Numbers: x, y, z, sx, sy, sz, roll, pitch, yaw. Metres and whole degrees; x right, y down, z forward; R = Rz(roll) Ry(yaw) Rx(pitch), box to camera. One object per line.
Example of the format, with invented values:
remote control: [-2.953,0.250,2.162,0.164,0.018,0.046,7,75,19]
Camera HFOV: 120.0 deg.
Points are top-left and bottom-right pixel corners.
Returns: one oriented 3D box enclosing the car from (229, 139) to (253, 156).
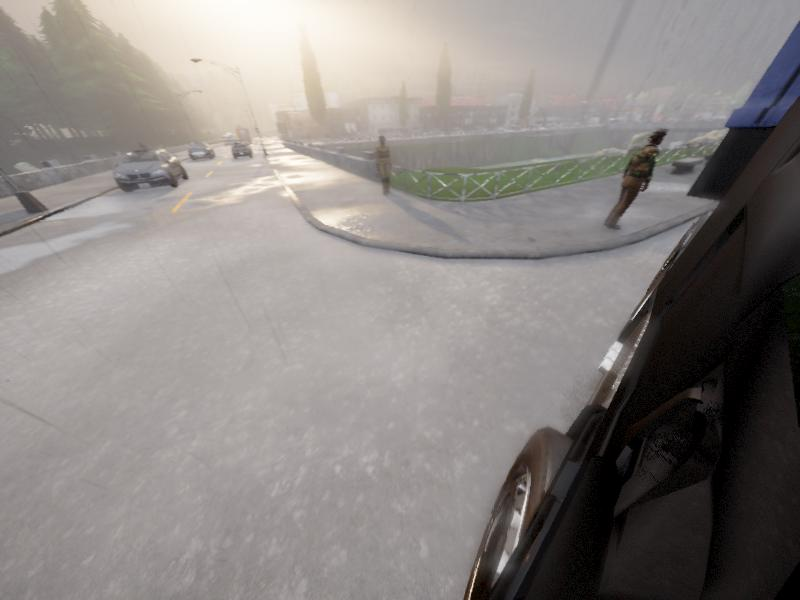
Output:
car: [-20.907,-20.194,30.548,2.038,1.542,4.974,-19,40,-21]

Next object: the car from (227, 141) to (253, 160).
car: [-17.804,-16.767,25.838,1.816,1.474,4.193,-19,40,-21]

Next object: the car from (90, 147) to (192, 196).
car: [-13.679,-7.224,12.687,2.242,1.667,4.611,-19,40,-21]

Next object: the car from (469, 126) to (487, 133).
car: [23.516,-51.540,69.753,4.856,1.649,2.033,-19,40,-21]

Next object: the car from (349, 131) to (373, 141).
car: [-9.497,-40.045,56.330,5.027,1.651,2.152,-19,40,-21]

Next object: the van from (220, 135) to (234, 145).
van: [-44.984,-41.704,60.252,2.069,2.038,4.480,-19,40,-21]

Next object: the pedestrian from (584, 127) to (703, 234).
pedestrian: [4.858,-2.428,4.822,0.751,1.860,0.751,1,37,4]

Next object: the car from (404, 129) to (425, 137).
car: [3.902,-44.716,61.777,5.238,1.638,1.930,-19,40,-21]

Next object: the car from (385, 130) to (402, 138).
car: [-1.568,-42.745,59.597,3.806,1.475,1.970,-19,40,-21]

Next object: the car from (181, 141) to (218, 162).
car: [-22.364,-16.766,25.972,2.033,1.649,4.856,-19,40,-21]

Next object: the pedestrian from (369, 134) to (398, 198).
pedestrian: [-0.570,-4.774,8.271,0.751,1.860,0.751,-10,37,-10]

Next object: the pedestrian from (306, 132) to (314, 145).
pedestrian: [-16.264,-29.234,41.871,0.751,1.860,0.751,-19,40,-21]

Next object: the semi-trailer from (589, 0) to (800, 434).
semi-trailer: [9.316,-3.079,3.523,14.254,4.402,2.717,-20,40,-22]

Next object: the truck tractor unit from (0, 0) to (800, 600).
truck tractor unit: [2.645,-0.295,0.351,6.516,4.208,3.053,-28,44,-30]

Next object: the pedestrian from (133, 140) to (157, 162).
pedestrian: [-27.388,-15.990,24.817,0.751,1.860,0.751,-12,38,-12]

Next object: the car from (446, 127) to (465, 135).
car: [16.095,-48.956,66.736,5.238,1.638,1.930,-19,40,-21]

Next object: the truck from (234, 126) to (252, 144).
truck: [-43.103,-45.427,63.616,2.891,3.827,8.468,-19,40,-21]

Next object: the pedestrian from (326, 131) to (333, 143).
pedestrian: [-13.842,-31.806,45.166,0.751,1.860,0.751,-22,41,-24]
